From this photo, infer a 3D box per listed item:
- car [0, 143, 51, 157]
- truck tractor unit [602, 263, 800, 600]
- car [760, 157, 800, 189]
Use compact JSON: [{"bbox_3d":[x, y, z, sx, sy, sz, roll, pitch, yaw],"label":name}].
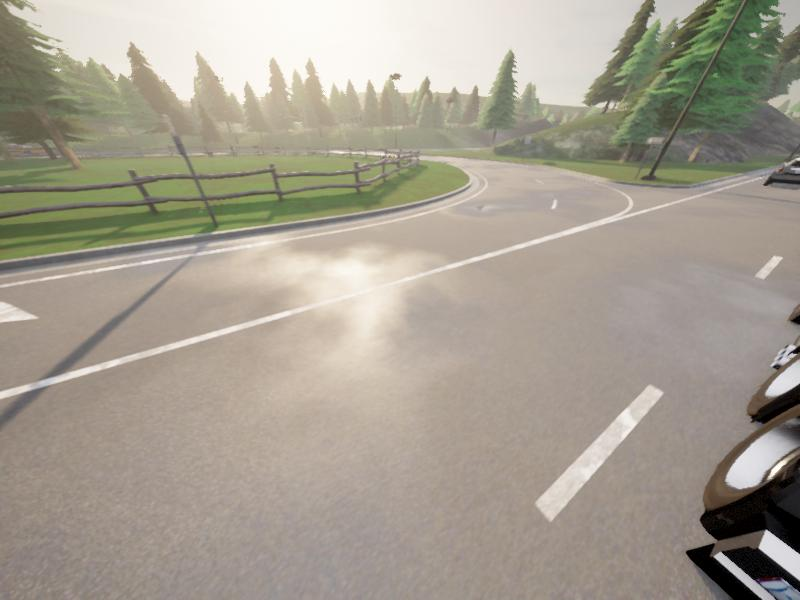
[{"bbox_3d":[-55.984,-21.870,33.573,5.366,1.575,1.801,-18,39,-24],"label":"car"},{"bbox_3d":[5.112,-0.297,0.788,6.516,4.208,3.053,-18,39,-24],"label":"truck tractor unit"},{"bbox_3d":[25.295,-8.040,14.521,3.806,1.475,1.970,-18,39,-24],"label":"car"}]
